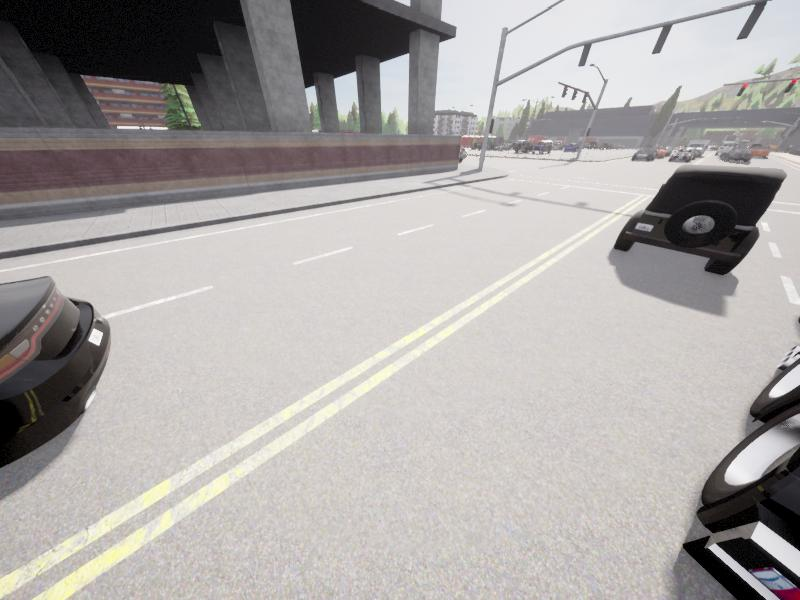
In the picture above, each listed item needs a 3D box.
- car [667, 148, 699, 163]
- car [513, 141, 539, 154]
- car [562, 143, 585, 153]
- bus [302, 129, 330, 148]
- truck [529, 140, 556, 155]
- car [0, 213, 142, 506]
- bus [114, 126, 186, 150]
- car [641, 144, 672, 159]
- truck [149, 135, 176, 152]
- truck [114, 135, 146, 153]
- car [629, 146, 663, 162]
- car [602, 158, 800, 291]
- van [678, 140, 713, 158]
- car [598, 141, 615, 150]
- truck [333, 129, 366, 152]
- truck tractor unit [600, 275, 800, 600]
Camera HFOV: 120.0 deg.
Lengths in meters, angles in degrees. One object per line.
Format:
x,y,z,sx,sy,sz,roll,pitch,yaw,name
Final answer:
37.148,-19.039,30.313,3.806,1.475,1.970,-26,42,-32,car
23.168,-28.007,42.437,4.605,1.855,1.932,-26,42,-32,car
36.595,-32.113,48.734,4.611,1.667,2.242,-26,42,-32,car
-24.883,-47.769,68.475,3.944,4.253,10.273,-22,41,-29,bus
25.084,-26.835,40.606,4.478,2.038,2.069,-26,42,-32,truck
-5.084,1.151,0.864,5.238,1.638,1.930,-26,42,-32,car
-57.506,-37.599,53.717,10.273,4.253,3.944,-25,42,-32,bus
39.671,-23.000,35.738,4.553,1.767,2.097,-26,42,-32,car
-44.210,-29.206,43.076,2.615,2.467,5.204,-26,42,-32,truck
-47.509,-27.632,40.790,2.615,2.467,5.204,-26,42,-32,truck
33.693,-20.063,31.625,4.856,1.649,2.033,-26,42,-32,car
6.887,-2.071,5.365,3.866,1.878,1.905,-26,42,-32,car
49.328,-25.271,38.522,6.366,2.431,2.351,-26,42,-32,van
54.846,-40.963,61.279,4.605,1.855,1.932,-26,42,-32,car
-11.344,-35.476,51.339,2.891,3.827,8.468,-26,43,-32,truck
5.129,-0.282,0.755,6.516,4.208,3.053,-17,39,-23,truck tractor unit
